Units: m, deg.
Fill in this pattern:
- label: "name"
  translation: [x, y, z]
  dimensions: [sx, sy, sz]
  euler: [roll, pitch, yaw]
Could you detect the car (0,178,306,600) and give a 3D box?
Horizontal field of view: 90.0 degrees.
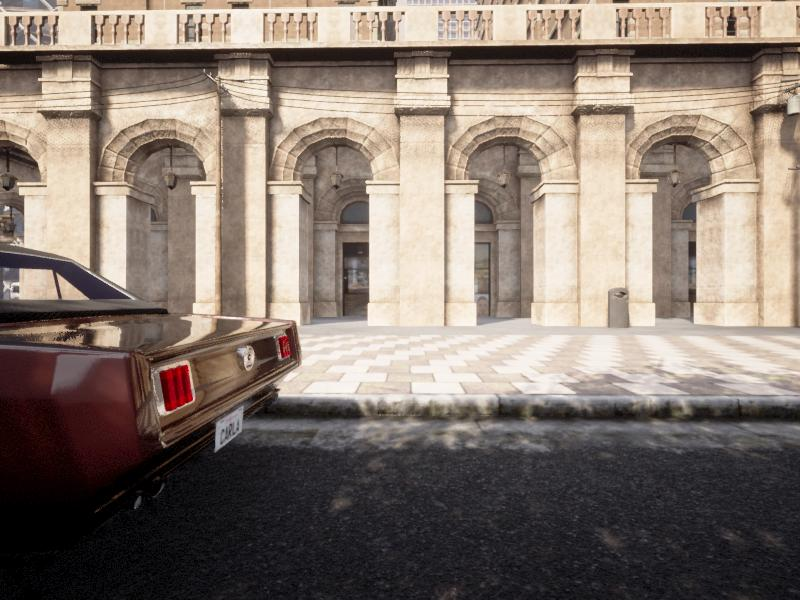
- label: "car"
  translation: [-3.058, 0.338, 2.008]
  dimensions: [4.718, 1.301, 1.895]
  euler: [0, 0, 1]
